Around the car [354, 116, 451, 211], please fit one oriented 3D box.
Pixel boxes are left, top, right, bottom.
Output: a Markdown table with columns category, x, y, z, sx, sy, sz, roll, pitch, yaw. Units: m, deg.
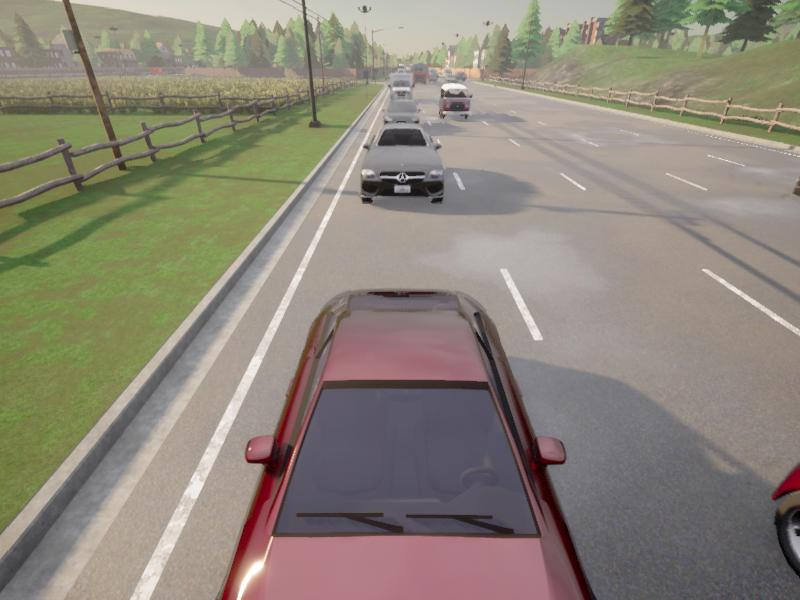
| category | x | y | z | sx | sy | sz | roll | pitch | yaw |
| --- | --- | --- | --- | --- | --- | --- | --- | --- | --- |
| car | 0.061 | -4.144 | 11.526 | 2.152 | 1.651 | 5.027 | 0 | 30 | 0 |

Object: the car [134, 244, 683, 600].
| category | x | y | z | sx | sy | sz | roll | pitch | yaw |
| --- | --- | --- | --- | --- | --- | --- | --- | --- | --- |
| car | 0.032 | 1.034 | 2.932 | 1.994 | 1.385 | 4.181 | 0 | 30 | 0 |

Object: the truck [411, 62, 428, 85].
| category | x | y | z | sx | sy | sz | roll | pitch | yaw |
| --- | --- | --- | --- | --- | --- | --- | --- | --- | --- |
| truck | 3.732 | -44.808 | 79.051 | 2.891 | 3.827 | 8.468 | 0 | 30 | 0 |

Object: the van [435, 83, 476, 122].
| category | x | y | z | sx | sy | sz | roll | pitch | yaw |
| --- | --- | --- | --- | --- | --- | --- | --- | --- | --- |
| van | 3.596 | -13.347 | 26.899 | 2.069 | 2.038 | 4.480 | 0 | 30 | 0 |

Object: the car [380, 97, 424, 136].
| category | x | y | z | sx | sy | sz | roll | pitch | yaw |
| --- | --- | --- | --- | --- | --- | --- | --- | --- | --- |
| car | 0.086 | -10.265 | 22.157 | 2.163 | 1.488 | 4.792 | 0 | 30 | 0 |

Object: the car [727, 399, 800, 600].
| category | x | y | z | sx | sy | sz | roll | pitch | yaw |
| --- | --- | --- | --- | --- | --- | --- | --- | --- | --- |
| car | 3.531 | 1.911 | 1.249 | 1.845 | 1.501 | 3.633 | 0 | 30 | 0 |

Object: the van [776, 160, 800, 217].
| category | x | y | z | sx | sy | sz | roll | pitch | yaw |
| --- | --- | --- | --- | --- | --- | --- | --- | --- | --- |
| van | 10.480 | -1.918 | 6.838 | 1.988 | 2.561 | 5.915 | 0 | 30 | -1 |

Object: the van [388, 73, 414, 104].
| category | x | y | z | sx | sy | sz | roll | pitch | yaw |
| --- | --- | --- | --- | --- | --- | --- | --- | --- | --- |
| van | 0.131 | -21.023 | 39.659 | 2.351 | 2.431 | 6.366 | 0 | 30 | 0 |

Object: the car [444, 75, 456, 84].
| category | x | y | z | sx | sy | sz | roll | pitch | yaw |
| --- | --- | --- | --- | --- | --- | --- | --- | --- | --- |
| car | 10.752 | -47.722 | 86.495 | 1.970 | 1.475 | 3.806 | 0 | 30 | 0 |
